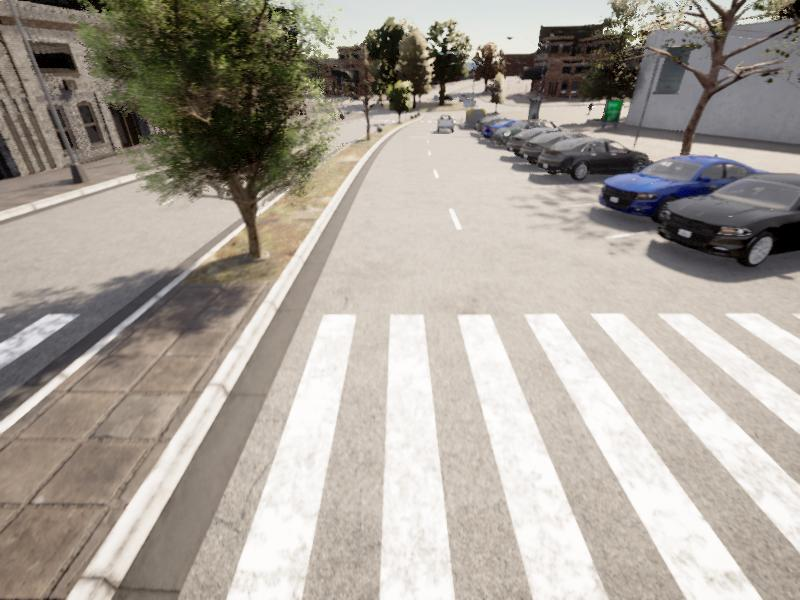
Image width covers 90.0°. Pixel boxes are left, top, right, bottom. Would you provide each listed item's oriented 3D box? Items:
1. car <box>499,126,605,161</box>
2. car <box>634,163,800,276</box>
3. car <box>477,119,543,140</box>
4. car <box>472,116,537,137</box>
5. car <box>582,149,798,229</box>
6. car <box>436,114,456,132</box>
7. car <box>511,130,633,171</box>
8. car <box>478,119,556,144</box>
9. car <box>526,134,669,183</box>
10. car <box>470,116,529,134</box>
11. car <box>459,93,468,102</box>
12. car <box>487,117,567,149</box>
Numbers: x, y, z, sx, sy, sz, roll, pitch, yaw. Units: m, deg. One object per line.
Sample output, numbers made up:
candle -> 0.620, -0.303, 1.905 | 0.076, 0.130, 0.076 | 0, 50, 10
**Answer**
car -> 8.248, -8.604, 21.889 | 4.892, 1.521, 2.231 | -7, 28, -16
car -> 8.079, -1.941, 8.686 | 5.008, 1.535, 2.097 | -9, 29, -18
car -> 8.860, -13.855, 32.446 | 4.674, 1.452, 2.002 | -6, 28, -14
car -> 9.069, -15.211, 35.067 | 4.892, 1.521, 2.231 | -6, 27, -14
car -> 8.083, -3.281, 11.328 | 5.008, 1.535, 2.097 | -9, 29, -18
car -> 4.589, -17.825, 40.272 | 1.845, 1.501, 3.633 | 3, 27, 5
car -> 8.166, -7.277, 19.249 | 4.892, 1.521, 2.231 | -8, 28, -17
car -> 8.660, -12.574, 29.796 | 5.008, 1.535, 2.097 | -7, 27, -15
car -> 8.110, -5.945, 16.607 | 4.892, 1.521, 2.231 | -8, 28, -17
car -> 9.354, -16.504, 37.722 | 4.792, 1.488, 2.163 | -6, 27, -13
car -> 15.601, -49.626, 98.151 | 1.851, 1.617, 3.988 | 1, 31, 3
car -> 8.534, -11.367, 27.110 | 4.553, 1.767, 2.185 | -7, 28, -15
